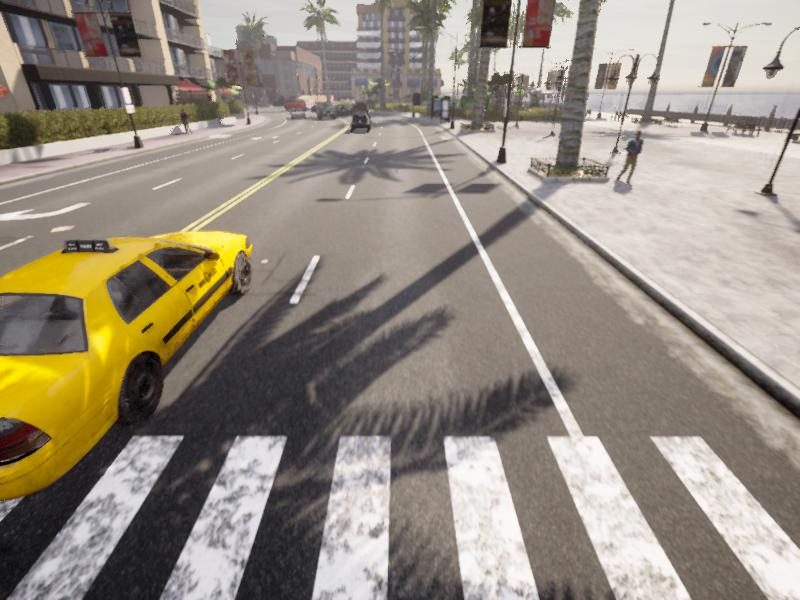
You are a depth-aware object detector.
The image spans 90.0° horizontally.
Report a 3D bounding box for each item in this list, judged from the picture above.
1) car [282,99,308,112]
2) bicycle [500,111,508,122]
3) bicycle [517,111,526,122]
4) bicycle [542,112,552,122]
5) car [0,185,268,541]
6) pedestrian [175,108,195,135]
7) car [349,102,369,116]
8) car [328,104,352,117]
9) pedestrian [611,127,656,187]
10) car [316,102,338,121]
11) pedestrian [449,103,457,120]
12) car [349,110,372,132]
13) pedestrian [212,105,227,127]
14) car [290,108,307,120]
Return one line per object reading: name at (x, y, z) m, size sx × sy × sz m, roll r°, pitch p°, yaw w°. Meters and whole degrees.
car at (-19.980, -37.102, 76.168) m, size 2.150 × 2.045 × 5.566 m, roll -23°, pitch 36°, yaw -38°
bicycle at (12.229, -21.534, 46.947) m, size 0.373 × 1.024 × 1.643 m, roll 0°, pitch 27°, yaw -1°
bicycle at (14.241, -21.539, 46.966) m, size 0.373 × 1.024 × 1.643 m, roll 0°, pitch 27°, yaw -1°
bicycle at (17.258, -21.546, 46.994) m, size 0.373 × 1.024 × 1.643 m, roll 0°, pitch 27°, yaw -1°
car at (-3.484, -0.103, 5.060) m, size 1.801 × 1.575 × 5.366 m, roll 0°, pitch 27°, yaw 0°
pedestrian at (-16.549, -13.796, 30.840) m, size 0.751 × 1.860 × 0.751 m, roll 1°, pitch 27°, yaw 2°
car at (-6.492, -30.100, 62.847) m, size 1.905 × 1.878 × 3.866 m, roll -11°, pitch 29°, yaw -21°
car at (-9.136, -28.679, 60.447) m, size 2.242 × 1.667 × 4.611 m, roll -11°, pitch 29°, yaw -21°
pedestrian at (7.979, -4.914, 13.742) m, size 0.751 × 1.860 × 0.751 m, roll 5°, pitch 28°, yaw 9°
car at (-9.468, -24.298, 51.397) m, size 2.150 × 2.045 × 5.566 m, roll -7°, pitch 28°, yaw -13°
pedestrian at (6.501, -23.282, 49.320) m, size 0.751 × 1.860 × 0.751 m, roll -3°, pitch 27°, yaw -6°
car at (-3.542, -16.335, 36.477) m, size 1.851 × 1.617 × 3.988 m, roll -1°, pitch 27°, yaw -2°
pedestrian at (-16.943, -17.261, 37.551) m, size 0.751 × 1.860 × 0.751 m, roll -1°, pitch 27°, yaw -2°
car at (-13.257, -24.248, 52.105) m, size 1.895 × 1.301 × 4.718 m, roll -7°, pitch 28°, yaw -14°
